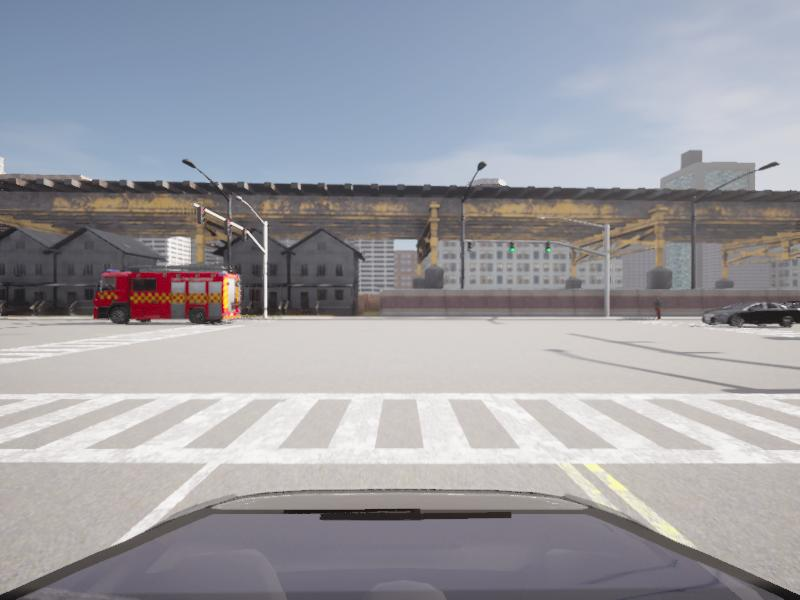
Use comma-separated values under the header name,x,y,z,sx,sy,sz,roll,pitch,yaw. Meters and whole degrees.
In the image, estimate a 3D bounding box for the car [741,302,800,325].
name,x,y,z,sx,sy,sz,roll,pitch,yaw
car,26.223,0.858,26.990,4.892,1.490,1.837,0,0,0

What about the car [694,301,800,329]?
name,x,y,z,sx,sy,sz,roll,pitch,yaw
car,20.485,0.848,23.441,4.902,1.511,2.128,0,0,0

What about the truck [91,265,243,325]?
name,x,y,z,sx,sy,sz,roll,pitch,yaw
truck,-15.337,-0.308,26.802,8.468,3.827,2.891,0,0,0

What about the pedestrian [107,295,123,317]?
name,x,y,z,sx,sy,sz,roll,pitch,yaw
pedestrian,-23.732,0.500,33.313,0.751,1.860,0.751,0,0,8

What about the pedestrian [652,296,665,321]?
name,x,y,z,sx,sy,sz,roll,pitch,yaw
pedestrian,19.550,0.652,30.243,0.751,1.860,0.751,0,0,28
